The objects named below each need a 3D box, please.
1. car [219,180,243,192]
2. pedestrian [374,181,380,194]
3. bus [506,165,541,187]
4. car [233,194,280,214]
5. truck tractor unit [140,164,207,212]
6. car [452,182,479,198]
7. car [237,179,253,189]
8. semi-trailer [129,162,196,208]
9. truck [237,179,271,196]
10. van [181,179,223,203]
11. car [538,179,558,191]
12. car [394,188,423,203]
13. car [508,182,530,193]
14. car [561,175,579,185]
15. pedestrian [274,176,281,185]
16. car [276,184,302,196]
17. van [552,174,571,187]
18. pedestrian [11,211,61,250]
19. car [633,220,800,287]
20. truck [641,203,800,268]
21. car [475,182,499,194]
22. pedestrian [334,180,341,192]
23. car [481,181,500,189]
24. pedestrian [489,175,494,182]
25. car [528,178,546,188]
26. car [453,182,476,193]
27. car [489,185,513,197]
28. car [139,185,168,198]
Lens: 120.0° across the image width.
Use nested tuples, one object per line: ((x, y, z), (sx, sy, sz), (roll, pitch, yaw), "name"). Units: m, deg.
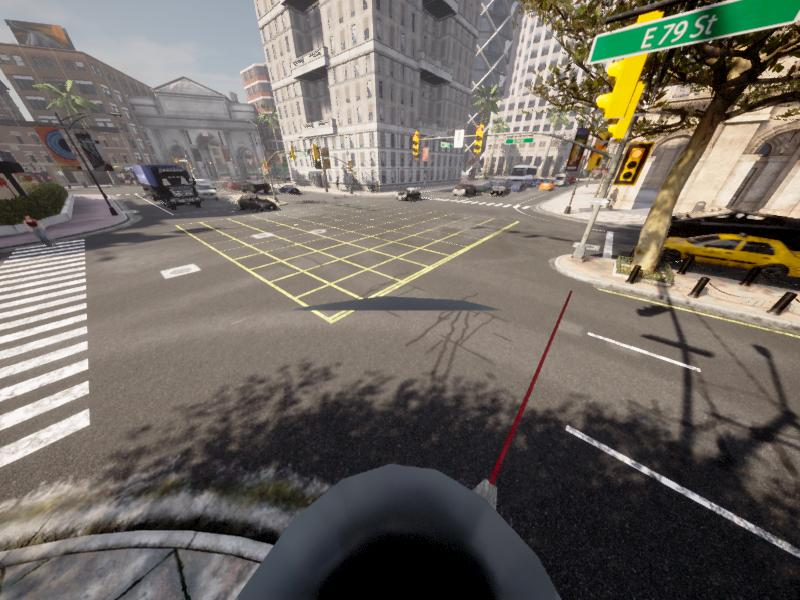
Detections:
((-32.783, -22.175, 44.791), (5.027, 1.651, 2.152), (23, 37, 34), "car")
((-3.746, -18.495, 37.826), (0.751, 1.860, 0.751), (13, 32, 21), "pedestrian")
((28.836, -28.827, 53.712), (3.944, 4.253, 10.273), (23, 35, 34), "bus")
((-14.714, -9.931, 23.732), (4.193, 1.474, 1.816), (14, 33, 23), "car")
((-24.802, -12.442, 25.334), (6.516, 4.208, 3.053), (22, 37, 34), "truck tractor unit")
((9.910, -16.611, 34.904), (1.932, 1.855, 4.605), (23, 36, 34), "car")
((-33.746, -25.321, 50.238), (2.033, 1.649, 4.856), (-22, 37, -32), "car")
((-30.849, -15.077, 29.703), (14.254, 4.402, 2.717), (23, 37, 34), "semi-trailer")
((-24.463, -18.880, 38.611), (6.274, 2.098, 2.390), (23, 37, 34), "truck")
((-26.801, -14.775, 31.169), (6.366, 2.431, 2.351), (23, 37, 34), "van")
((28.844, -22.397, 45.001), (2.097, 1.767, 4.553), (23, 37, 34), "car")
((1.165, -13.929, 30.653), (1.970, 1.475, 3.806), (23, 37, 34), "car")
((22.094, -20.946, 42.891), (2.033, 1.411, 5.357), (23, 37, 34), "car")
((45.393, -32.169, 61.685), (5.566, 2.045, 2.150), (-25, 38, -36), "car")
((-29.642, -28.828, 55.725), (0.751, 1.860, 0.751), (4, 30, 8), "pedestrian")
((-18.523, -18.350, 38.418), (4.181, 1.385, 1.994), (23, 37, 34), "car")
((37.681, -27.937, 53.856), (1.988, 2.561, 5.915), (23, 37, 34), "van")
((-19.894, -3.802, 12.682), (0.751, 1.860, 0.751), (21, 36, 32), "pedestrian")
((14.365, -2.246, 10.315), (5.366, 1.575, 1.801), (23, 37, 34), "car")
((17.351, -3.507, 11.982), (6.274, 2.098, 2.390), (23, 37, 34), "truck")
((15.366, -19.734, 40.650), (2.038, 1.542, 4.974), (23, 37, 34), "car")
((-11.015, -20.095, 40.599), (0.751, 1.860, 0.751), (-22, 36, -33), "pedestrian")
((19.478, -24.802, 49.667), (1.895, 1.301, 4.718), (23, 37, 34), "car")
((25.793, -34.119, 64.888), (0.751, 1.860, 0.751), (-20, 35, -31), "pedestrian")
((30.645, -26.107, 51.601), (2.152, 1.651, 5.027), (23, 37, 34), "car")
((11.636, -20.187, 41.527), (1.812, 1.442, 4.674), (23, 37, 34), "car")
((16.048, -17.309, 36.691), (1.895, 1.301, 4.718), (23, 37, 34), "car")
((-38.259, -16.854, 35.826), (5.357, 1.411, 2.033), (23, 37, 34), "car")
